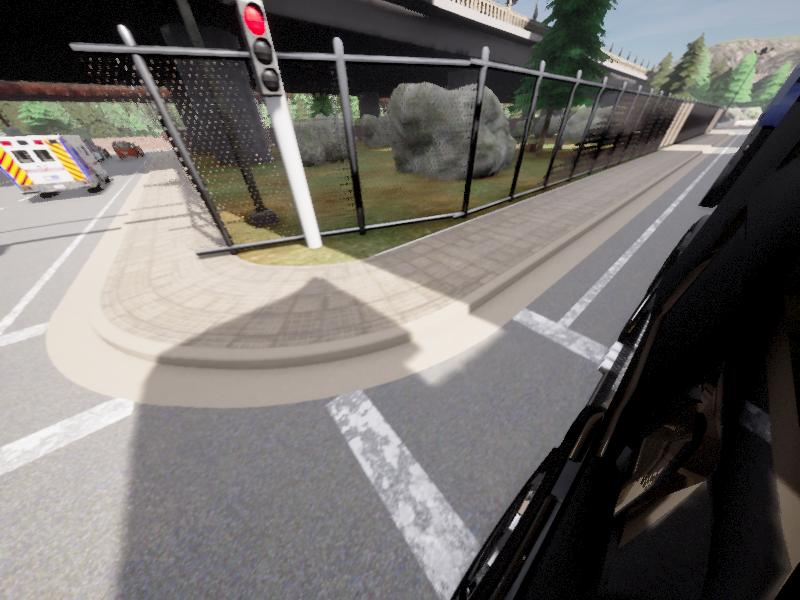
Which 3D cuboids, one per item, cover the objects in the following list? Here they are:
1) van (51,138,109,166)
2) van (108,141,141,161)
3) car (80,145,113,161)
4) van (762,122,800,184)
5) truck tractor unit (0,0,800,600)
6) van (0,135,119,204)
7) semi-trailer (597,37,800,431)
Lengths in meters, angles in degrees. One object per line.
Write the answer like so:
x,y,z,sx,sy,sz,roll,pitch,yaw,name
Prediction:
-38.097,-17.955,27.818,2.351,2.431,6.366,-27,43,-30,van
-36.552,-19.976,30.829,1.775,1.987,4.442,-27,43,-30,van
-42.894,-20.965,32.808,1.851,1.617,3.988,-27,43,-30,car
16.766,-5.705,8.710,2.069,2.038,4.480,28,44,34,van
2.645,-0.295,0.351,6.516,4.208,3.053,-28,44,-30,truck tractor unit
-17.812,-7.146,12.208,2.351,2.431,6.366,-27,43,-30,van
8.748,-3.545,4.215,14.254,4.402,2.717,-27,43,-30,semi-trailer
